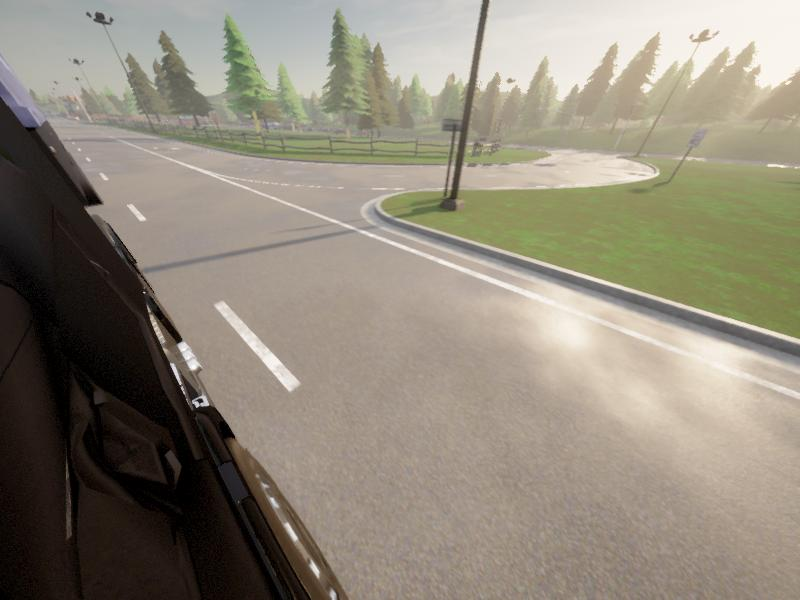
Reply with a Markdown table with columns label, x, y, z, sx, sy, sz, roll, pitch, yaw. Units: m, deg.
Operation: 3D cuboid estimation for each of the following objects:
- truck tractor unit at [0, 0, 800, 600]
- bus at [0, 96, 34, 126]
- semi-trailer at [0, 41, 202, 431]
| label | x | y | z | sx | sy | sz | roll | pitch | yaw |
| --- | --- | --- | --- | --- | --- | --- | --- | --- | --- |
| truck tractor unit | -2.645 | -0.295 | 0.352 | 6.516 | 4.208 | 3.053 | 28 | 44 | 30 |
| bus | -77.582 | -37.332 | 45.643 | 10.273 | 4.253 | 3.944 | 28 | 43 | 30 |
| semi-trailer | -8.704 | -3.582 | 4.247 | 14.254 | 4.402 | 2.717 | 28 | 43 | 30 |
